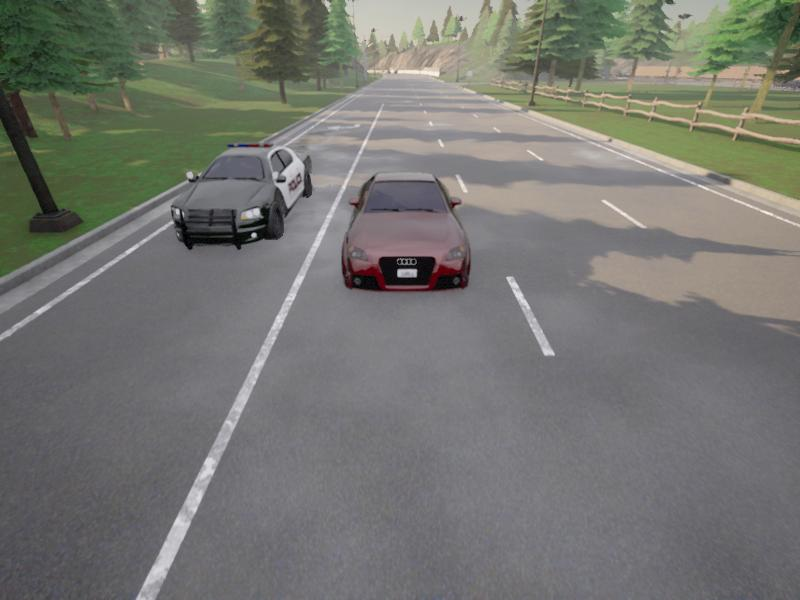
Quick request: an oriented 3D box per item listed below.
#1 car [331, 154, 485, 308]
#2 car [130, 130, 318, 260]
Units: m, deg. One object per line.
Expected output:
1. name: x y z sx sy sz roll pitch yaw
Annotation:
1. car: 0.081 -1.542 7.326 1.994 1.385 4.181 0 30 -1
2. car: -3.404 -2.675 9.099 2.038 1.542 4.974 0 31 0
